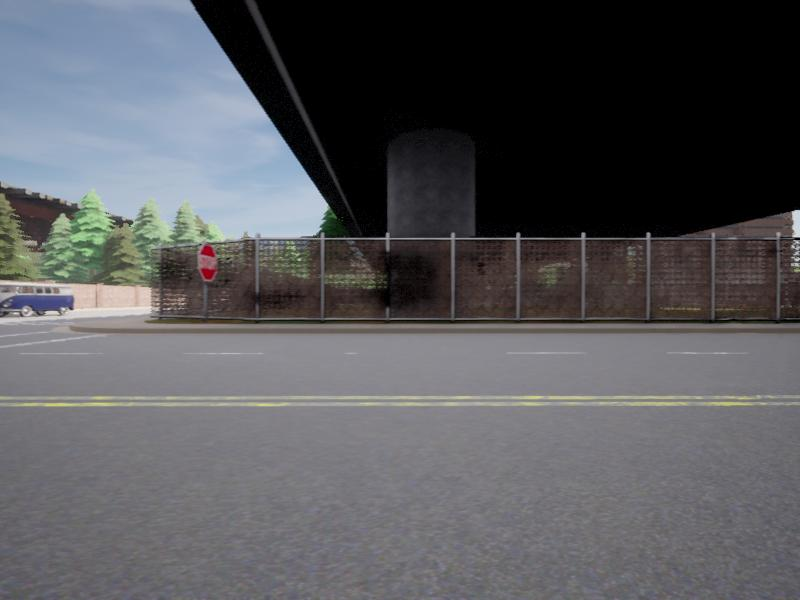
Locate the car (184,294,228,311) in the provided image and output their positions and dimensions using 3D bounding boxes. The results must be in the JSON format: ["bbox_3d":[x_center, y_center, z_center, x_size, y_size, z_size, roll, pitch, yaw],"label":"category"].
[{"bbox_3d":[-18.322,0.250,38.050,1.837,1.490,4.892,0,0,0],"label":"car"}]

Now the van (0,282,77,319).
[{"bbox_3d":[-21.901,0.003,23.797,1.775,1.987,4.442,0,0,0],"label":"van"}]

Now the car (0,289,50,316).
[{"bbox_3d":[-25.393,0.177,25.274,1.930,1.638,5.238,0,0,1],"label":"car"}]
